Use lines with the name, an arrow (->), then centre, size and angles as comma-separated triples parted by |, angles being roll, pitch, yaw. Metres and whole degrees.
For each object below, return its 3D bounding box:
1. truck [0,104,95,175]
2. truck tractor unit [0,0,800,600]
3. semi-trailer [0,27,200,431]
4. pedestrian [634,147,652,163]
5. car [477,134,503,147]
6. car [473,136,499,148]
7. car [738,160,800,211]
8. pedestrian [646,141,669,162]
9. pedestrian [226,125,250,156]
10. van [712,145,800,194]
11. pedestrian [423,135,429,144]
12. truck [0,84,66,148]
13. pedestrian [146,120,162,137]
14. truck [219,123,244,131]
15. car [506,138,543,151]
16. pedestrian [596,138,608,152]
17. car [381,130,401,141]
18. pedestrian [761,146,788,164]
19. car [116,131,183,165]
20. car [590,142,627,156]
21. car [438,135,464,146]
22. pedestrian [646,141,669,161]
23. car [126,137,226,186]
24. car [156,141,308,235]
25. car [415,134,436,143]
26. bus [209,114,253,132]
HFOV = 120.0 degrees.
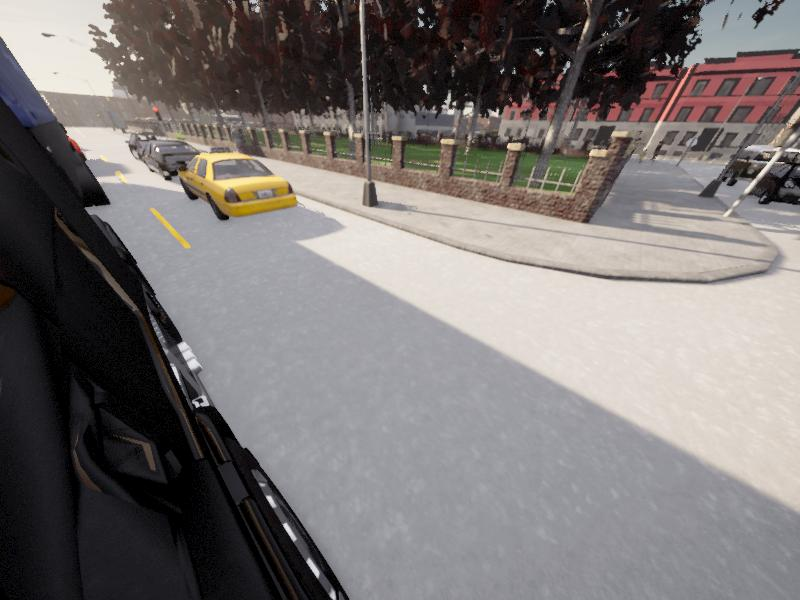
truck -> -18.235, -8.107, 11.492 | 5.204, 2.467, 2.627 | 30, 44, 31
truck tractor unit -> -2.645, -0.295, 0.351 | 6.516, 4.208, 3.053 | 28, 44, 30
semi-trailer -> -8.632, -3.626, 4.326 | 14.254, 4.402, 2.717 | 29, 44, 31
pedestrian -> 25.182, -15.001, 23.937 | 0.751, 1.300, 0.751 | 28, 44, 31
car -> 17.220, -30.586, 44.295 | 3.866, 1.878, 1.905 | 29, 44, 31
car -> 15.327, -28.321, 41.415 | 3.705, 1.549, 1.789 | 29, 44, 31
car -> 17.111, -4.987, 9.986 | 1.845, 1.501, 3.633 | 29, 44, 31
pedestrian -> 28.607, -16.524, 25.709 | 0.751, 1.860, 0.751 | -18, 41, -25
pedestrian -> -12.245, -12.051, 17.460 | 0.751, 1.860, 0.751 | 29, 44, 31
van -> 21.216, -7.860, 13.662 | 2.069, 2.038, 4.480 | 29, 44, 31
pedestrian -> 4.902, -30.226, 43.425 | 0.751, 1.300, 0.751 | 28, 44, 31
truck -> -32.758, -13.445, 16.804 | 8.468, 3.827, 2.891 | -24, 44, -31
pedestrian -> -35.856, -24.986, 33.675 | 0.751, 1.860, 0.751 | 29, 44, 31
truck -> -58.003, -59.809, 79.773 | 2.390, 2.098, 6.274 | 29, 44, 31
car -> 20.385, -25.527, 37.960 | 4.892, 1.490, 1.837 | 28, 44, 30
pedestrian -> 33.618, -25.770, 38.478 | 0.751, 1.860, 0.751 | 22, 41, 25
car -> -2.156, -38.024, 53.317 | 4.605, 1.855, 1.932 | 29, 44, 31
pedestrian -> 46.662, -18.100, 28.812 | 0.751, 1.860, 0.751 | 25, 42, 28
car -> -15.614, -9.555, 14.399 | 3.633, 1.501, 1.845 | 27, 43, 30
car -> 31.205, -22.702, 34.693 | 3.633, 1.501, 1.845 | 30, 45, 32
car -> 9.922, -31.268, 45.131 | 4.514, 1.525, 2.007 | 29, 44, 31
pedestrian -> 29.024, -16.791, 26.093 | 0.751, 1.860, 0.751 | -15, 40, -21
car -> -10.647, -6.691, 10.909 | 5.357, 1.411, 2.033 | 28, 44, 31
car -> -5.200, -3.685, 6.981 | 5.366, 1.575, 1.801 | 29, 44, 31
car -> 5.242, -33.808, 48.355 | 3.806, 1.475, 1.970 | 29, 44, 31
bus -> -55.723, -58.565, 76.568 | 3.944, 4.253, 10.273 | 29, 44, 31
